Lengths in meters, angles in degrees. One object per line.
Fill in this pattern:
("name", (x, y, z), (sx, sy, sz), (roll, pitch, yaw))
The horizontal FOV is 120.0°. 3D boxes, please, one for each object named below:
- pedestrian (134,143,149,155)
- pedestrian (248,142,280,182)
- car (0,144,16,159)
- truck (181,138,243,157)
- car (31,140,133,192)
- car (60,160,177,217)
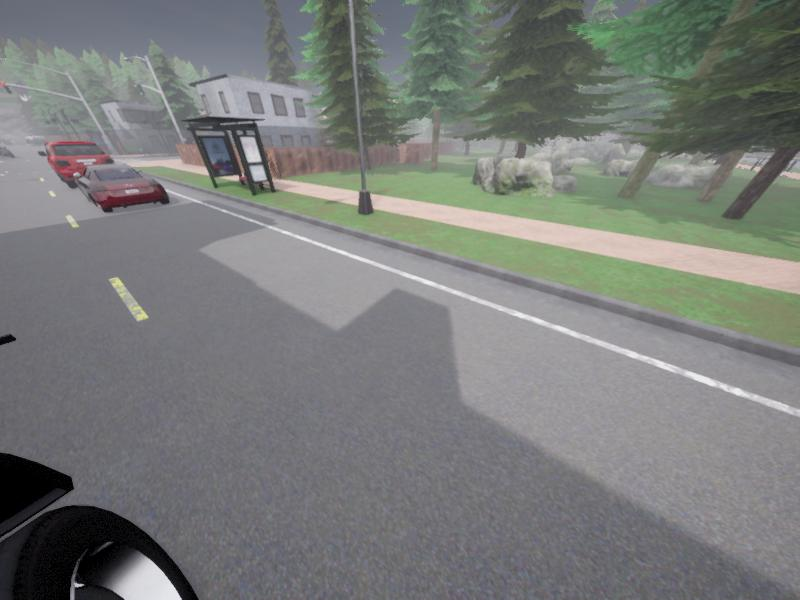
("pedestrian", (-35.112, -20.486, 31.349), (0.751, 1.300, 0.751), (21, 40, 27))
("pedestrian", (-7.643, -7.794, 13.049), (0.751, 1.860, 0.751), (11, 36, 15))
("car", (-48.806, -17.980, 27.940), (4.181, 1.385, 1.994), (23, 41, 29))
("truck", (-26.599, -21.948, 33.119), (2.390, 2.098, 6.274), (17, 38, 22))
("car", (-17.662, -7.604, 12.836), (5.566, 2.045, 2.150), (23, 41, 29))
("car", (-11.197, -4.598, 9.200), (4.181, 1.385, 1.994), (23, 41, 29))
